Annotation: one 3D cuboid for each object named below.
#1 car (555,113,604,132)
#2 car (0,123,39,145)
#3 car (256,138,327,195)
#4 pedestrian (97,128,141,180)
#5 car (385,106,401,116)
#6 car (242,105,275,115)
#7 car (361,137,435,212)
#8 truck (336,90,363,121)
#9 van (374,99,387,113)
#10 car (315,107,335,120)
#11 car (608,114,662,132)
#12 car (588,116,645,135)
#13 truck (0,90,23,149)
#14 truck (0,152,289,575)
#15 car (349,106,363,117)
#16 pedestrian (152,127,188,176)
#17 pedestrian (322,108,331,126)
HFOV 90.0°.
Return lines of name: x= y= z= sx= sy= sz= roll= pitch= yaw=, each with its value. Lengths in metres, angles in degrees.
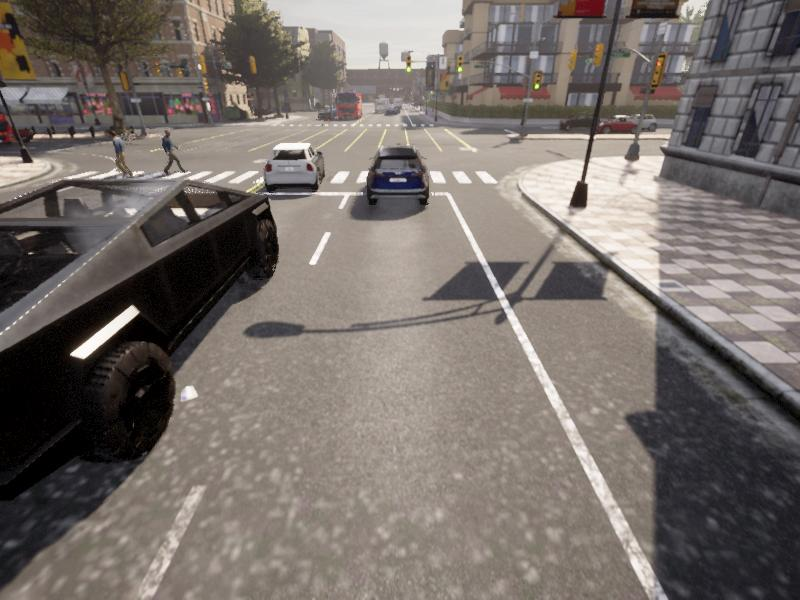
car: x=17.376 y=-17.278 z=38.896 sx=3.705 sy=1.549 sz=1.789 roll=0 pitch=27 yaw=0
car: x=-29.292 y=-11.953 z=28.738 sx=4.718 sy=1.301 sz=1.895 roll=0 pitch=27 yaw=0
car: x=-3.966 y=-5.214 z=15.307 sx=1.970 sy=1.475 sz=3.806 roll=-3 pitch=27 yaw=-5
pedestrian: x=-11.308 y=-5.901 z=16.182 sx=0.751 sy=1.860 sz=0.751 roll=-2 pitch=27 yaw=-4
car: x=-1.207 y=-33.818 z=71.566 sx=1.994 sy=1.385 sz=4.181 roll=5 pitch=27 yaw=10
car: x=-25.697 y=-34.530 z=72.791 sx=4.974 sy=1.542 sz=2.038 roll=0 pitch=27 yaw=1
car: x=-0.068 y=-4.438 z=13.620 sx=2.033 sy=1.649 sz=4.856 roll=0 pitch=27 yaw=0
truck: x=-7.327 y=-28.766 z=58.948 sx=2.891 sy=3.827 sz=8.468 roll=0 pitch=27 yaw=0
van: x=-3.944 y=-39.590 z=81.721 sx=2.351 sy=2.431 sz=6.366 roll=0 pitch=27 yaw=0
car: x=-10.817 y=-27.174 z=58.229 sx=1.930 sy=1.638 sz=5.238 roll=0 pitch=27 yaw=-1
car: x=22.809 y=-17.242 z=38.910 sx=3.806 sy=1.475 sz=1.970 roll=0 pitch=27 yaw=0
car: x=19.309 y=-15.654 z=35.795 sx=3.806 sy=1.475 sz=1.970 roll=0 pitch=27 yaw=0
truck: x=-29.890 y=-11.489 z=25.042 sx=8.468 sy=3.827 sz=2.891 roll=0 pitch=27 yaw=0
truck: x=-3.523 y=-0.398 z=5.172 sx=2.390 sy=2.098 sz=6.274 roll=0 pitch=27 yaw=0
car: x=-7.366 y=-31.794 z=67.363 sx=1.801 sy=1.575 sz=5.366 roll=0 pitch=27 yaw=0
pedestrian: x=-9.717 y=-6.314 z=16.991 sx=0.751 sy=1.860 sz=0.751 roll=-5 pitch=27 yaw=-10
pedestrian: x=-8.454 y=-21.088 z=45.989 sx=0.751 sy=1.860 sz=0.751 roll=0 pitch=27 yaw=1
